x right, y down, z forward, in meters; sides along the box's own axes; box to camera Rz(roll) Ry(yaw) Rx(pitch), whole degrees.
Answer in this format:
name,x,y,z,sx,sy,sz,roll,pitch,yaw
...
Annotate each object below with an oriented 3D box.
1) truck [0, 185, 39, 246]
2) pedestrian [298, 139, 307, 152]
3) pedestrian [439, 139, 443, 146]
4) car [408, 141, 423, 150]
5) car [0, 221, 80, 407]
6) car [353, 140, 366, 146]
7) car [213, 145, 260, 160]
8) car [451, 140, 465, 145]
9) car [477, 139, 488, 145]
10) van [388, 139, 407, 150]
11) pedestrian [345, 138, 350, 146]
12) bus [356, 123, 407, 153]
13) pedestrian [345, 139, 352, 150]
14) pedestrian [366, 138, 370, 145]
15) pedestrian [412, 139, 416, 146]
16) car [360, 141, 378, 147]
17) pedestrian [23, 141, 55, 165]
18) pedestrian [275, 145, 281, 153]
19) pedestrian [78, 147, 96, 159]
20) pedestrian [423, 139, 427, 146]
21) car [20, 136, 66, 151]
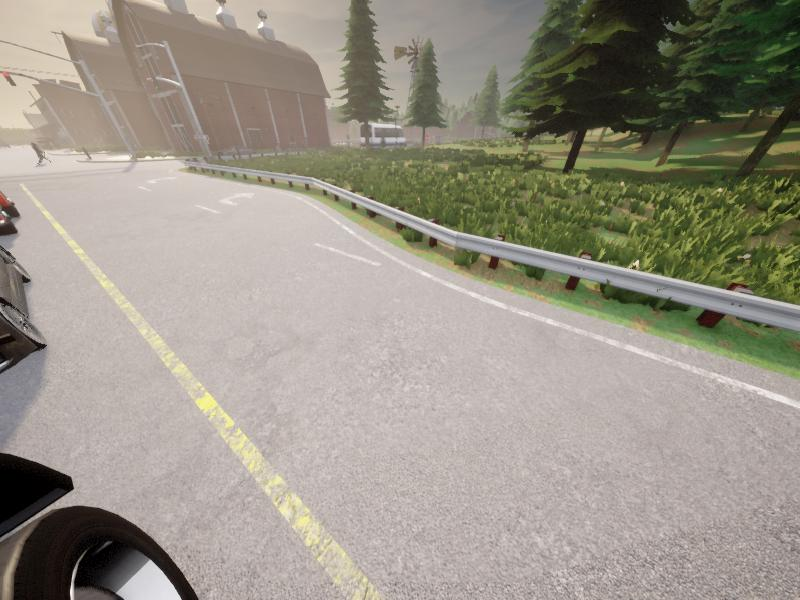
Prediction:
name,x,y,z,sx,sy,sz,roll,pitch,yaw
truck,-12.584,-2.885,5.778,5.204,2.467,2.627,22,40,27
pedestrian,-16.483,-26.204,39.149,0.751,1.860,0.751,23,41,29
pedestrian,13.248,-50.986,74.563,0.751,1.860,0.751,23,41,29
car,3.531,-34.923,52.239,1.845,1.501,3.633,22,41,28
car,-6.373,-0.094,2.713,4.902,1.511,2.128,22,41,28
car,-13.436,-52.057,76.527,1.816,1.474,4.193,22,40,27
car,-20.545,-18.656,29.132,1.994,1.385,4.181,22,41,28
car,22.828,-62.001,90.864,5.008,1.535,1.882,22,41,28
car,30.952,-59.295,86.789,1.905,1.878,3.866,-5,36,-8
van,-0.530,-35.303,52.342,2.069,2.038,4.480,22,41,28
pedestrian,-14.645,-43.778,64.126,0.751,1.860,0.751,21,40,27
bus,-3.133,-30.684,43.843,3.944,4.253,10.273,22,41,28
pedestrian,-10.349,-31.299,46.430,0.751,1.860,0.751,18,39,23
pedestrian,-10.755,-53.753,78.322,0.751,1.860,0.751,22,41,28
pedestrian,4.032,-44.971,65.953,0.751,1.860,0.751,-24,42,-30
car,-8.925,-44.680,66.096,4.902,1.511,2.128,21,40,27
pedestrian,-32.866,-13.387,21.045,0.751,1.860,0.751,26,43,32
pedestrian,-18.970,-23.501,35.953,0.500,1.100,0.500,29,44,34
pedestrian,-33.737,-15.818,24.887,0.500,1.100,0.500,1,35,1
pedestrian,7.412,-46.127,67.619,0.751,1.860,0.751,-26,43,-33
car,-65.222,-28.693,42.298,3.866,1.878,1.905,-6,41,-6
